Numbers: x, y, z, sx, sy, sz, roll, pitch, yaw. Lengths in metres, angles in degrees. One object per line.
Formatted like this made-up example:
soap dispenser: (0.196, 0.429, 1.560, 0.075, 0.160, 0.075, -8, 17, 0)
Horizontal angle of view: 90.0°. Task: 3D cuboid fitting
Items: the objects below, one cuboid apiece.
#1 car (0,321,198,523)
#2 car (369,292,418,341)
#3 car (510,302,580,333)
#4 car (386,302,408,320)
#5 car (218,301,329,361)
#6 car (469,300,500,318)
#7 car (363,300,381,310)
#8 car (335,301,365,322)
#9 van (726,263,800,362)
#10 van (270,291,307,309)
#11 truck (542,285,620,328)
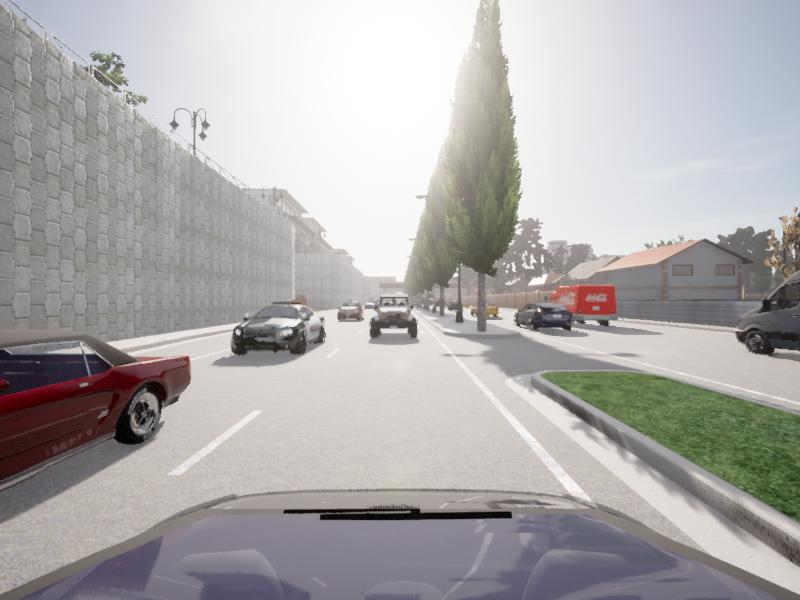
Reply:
car: (-3.798, 0.944, 3.152, 1.895, 1.301, 4.718, 0, 0, 2)
car: (-0.251, 0.646, 17.429, 1.905, 1.878, 3.866, 0, 0, 0)
car: (7.708, 0.851, 21.860, 2.163, 1.488, 4.792, 0, 0, 1)
car: (-0.240, 0.870, 34.255, 1.812, 1.442, 4.674, 0, 0, 0)
car: (-3.757, 0.827, 12.977, 2.038, 1.542, 4.974, 0, 0, 0)
car: (7.743, 0.801, 37.196, 1.801, 1.575, 5.366, 0, 0, 0)
car: (-4.253, 0.816, 60.733, 1.816, 1.474, 4.193, 1, -2, 9)
car: (-3.699, 0.828, 30.235, 1.845, 1.501, 3.633, 0, 0, 0)
van: (11.298, 0.321, 9.653, 1.988, 2.561, 5.915, 0, 0, -1)
van: (-14.962, -0.001, 53.807, 4.442, 1.987, 1.775, 5, 0, 1)
truck: (11.259, 0.357, 25.434, 2.627, 2.467, 5.204, 0, 0, 0)
